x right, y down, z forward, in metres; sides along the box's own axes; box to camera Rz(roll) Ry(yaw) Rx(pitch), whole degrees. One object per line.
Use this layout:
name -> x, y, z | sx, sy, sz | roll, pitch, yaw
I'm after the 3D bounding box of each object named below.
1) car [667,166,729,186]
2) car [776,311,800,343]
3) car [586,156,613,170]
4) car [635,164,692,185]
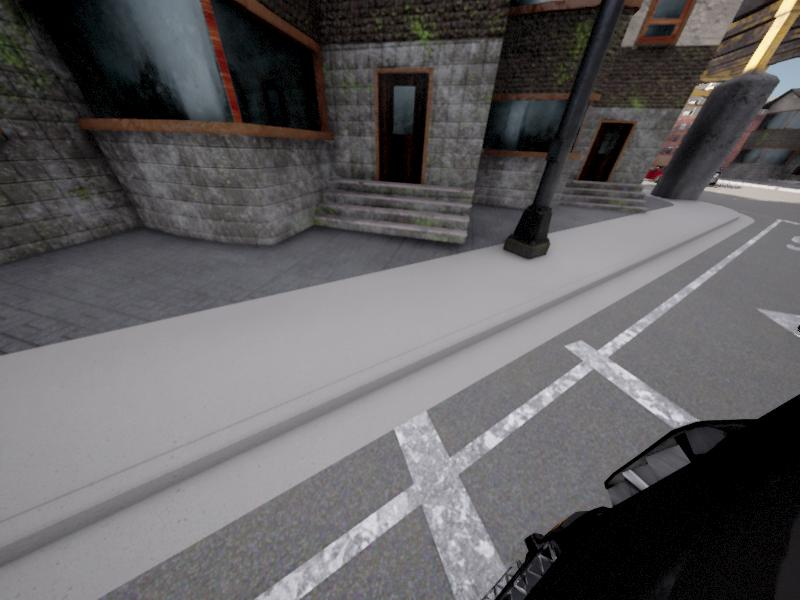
car -> 30.569, -12.906, 23.938 | 1.970, 1.475, 3.806 | 11, 35, 12
car -> 7.853, 0.005, 3.076 | 3.806, 1.475, 1.970 | -13, 37, -22
car -> 36.333, -25.098, 42.202 | 1.905, 1.878, 3.866 | 9, 34, 9
car -> 27.036, -13.072, 23.949 | 1.816, 1.474, 4.193 | 10, 34, 11
